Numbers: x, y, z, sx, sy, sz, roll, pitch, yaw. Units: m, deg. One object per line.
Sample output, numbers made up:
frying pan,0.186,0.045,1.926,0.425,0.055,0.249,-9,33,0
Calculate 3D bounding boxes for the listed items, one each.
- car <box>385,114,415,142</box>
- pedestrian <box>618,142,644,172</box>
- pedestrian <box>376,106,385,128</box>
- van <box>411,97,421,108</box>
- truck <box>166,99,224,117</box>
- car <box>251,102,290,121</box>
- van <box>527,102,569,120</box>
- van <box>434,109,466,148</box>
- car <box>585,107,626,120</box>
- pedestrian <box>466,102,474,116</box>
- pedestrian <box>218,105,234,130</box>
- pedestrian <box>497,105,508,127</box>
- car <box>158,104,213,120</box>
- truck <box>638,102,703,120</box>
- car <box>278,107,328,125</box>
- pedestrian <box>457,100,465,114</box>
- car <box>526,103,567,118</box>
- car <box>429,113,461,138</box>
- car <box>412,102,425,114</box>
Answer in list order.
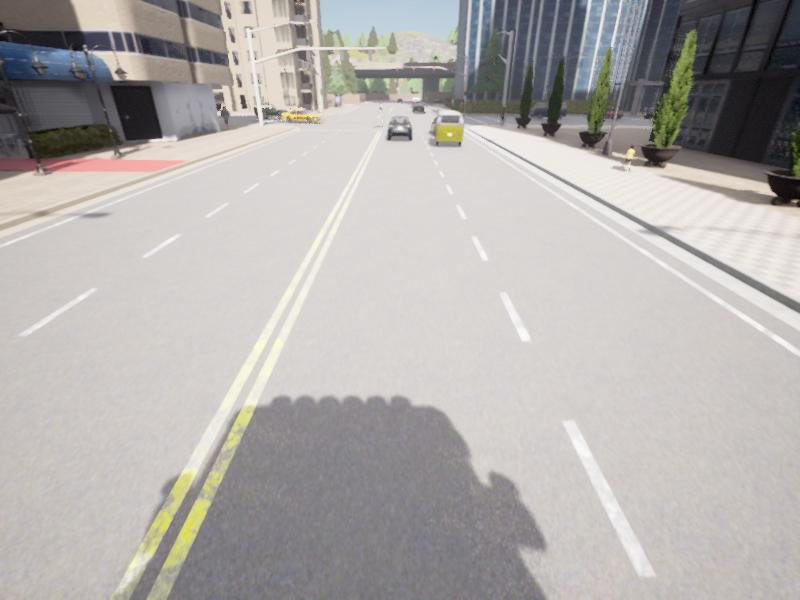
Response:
car,0.001,-12.630,29.258,2.007,1.525,4.514,0,27,0
pedestrian,9.349,-5.797,16.237,0.500,1.100,0.500,0,27,-1
pedestrian,-1.853,-17.234,37.707,0.751,1.860,0.751,-5,28,-9
van,3.512,-44.040,89.297,2.069,2.038,4.480,0,27,0
truck,-27.508,-25.878,53.963,6.274,2.098,2.390,0,27,-1
car,-15.417,-22.613,47.987,3.866,1.878,1.905,0,27,-1
van,18.983,-24.312,51.435,4.442,1.987,1.775,0,27,-1
van,3.180,-11.339,26.297,1.775,1.987,4.442,2,27,3
car,26.467,-24.095,51.630,4.193,1.474,1.816,0,27,-1
pedestrian,10.064,-27.564,57.719,0.751,1.860,0.751,-3,28,-5
pedestrian,-14.551,-15.291,33.524,0.751,1.860,0.751,-17,32,-30
pedestrian,9.697,-17.414,37.815,0.751,1.860,0.751,4,28,7
car,-25.585,-22.488,47.940,5.238,1.638,1.930,0,27,-1
truck,34.797,-24.387,51.580,6.274,2.098,2.390,0,27,-1
car,-10.446,-19.916,43.168,5.366,1.575,1.801,16,32,28
pedestrian,9.356,-29.590,61.288,0.751,1.860,0.751,-22,35,-36
car,19.969,-25.877,54.577,4.605,1.855,1.932,0,27,-1
car,3.502,-13.988,31.905,2.007,1.525,4.514,0,27,0
car,3.037,-31.964,66.439,1.930,1.638,5.238,0,27,0
